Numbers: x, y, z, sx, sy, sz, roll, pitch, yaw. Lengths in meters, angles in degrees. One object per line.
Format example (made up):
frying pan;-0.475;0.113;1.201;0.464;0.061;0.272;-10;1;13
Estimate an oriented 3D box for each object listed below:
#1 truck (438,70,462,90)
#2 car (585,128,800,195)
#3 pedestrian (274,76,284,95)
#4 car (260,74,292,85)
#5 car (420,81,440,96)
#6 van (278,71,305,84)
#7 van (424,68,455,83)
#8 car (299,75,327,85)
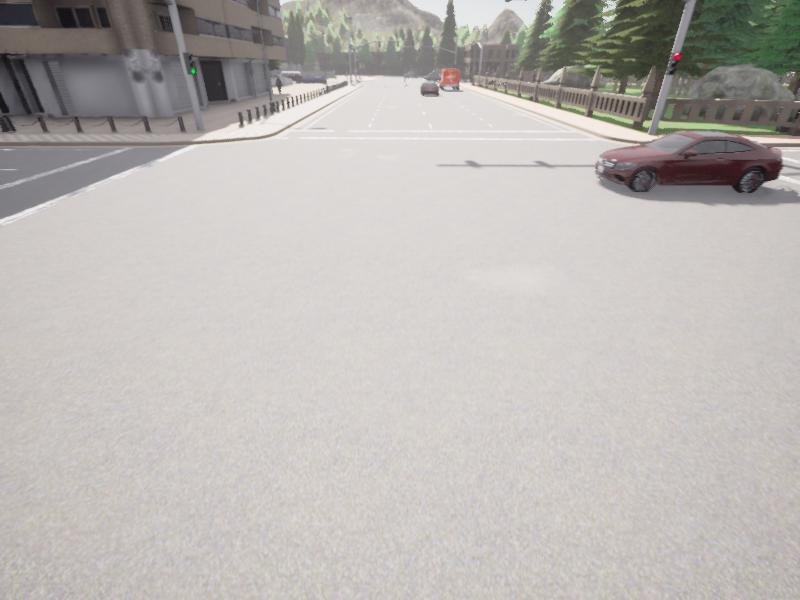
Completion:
truck;7.024;-31.481;57.195;2.627;2.467;5.204;0;30;-1
car;8.038;-3.928;11.209;4.674;1.442;1.812;0;30;1
pedestrian;-13.278;-23.547;43.910;0.751;1.860;0.751;-4;31;-7
car;-22.644;-40.447;73.305;5.027;1.651;2.152;0;30;0
car;3.513;-25.315;47.775;1.994;1.385;4.181;0;30;0
van;-20.581;-42.395;76.214;4.480;2.038;2.069;0;30;0
van;7.760;-44.386;79.134;5.915;2.561;1.988;0;30;0
car;-15.845;-40.342;73.307;4.674;1.442;1.812;1;30;1
